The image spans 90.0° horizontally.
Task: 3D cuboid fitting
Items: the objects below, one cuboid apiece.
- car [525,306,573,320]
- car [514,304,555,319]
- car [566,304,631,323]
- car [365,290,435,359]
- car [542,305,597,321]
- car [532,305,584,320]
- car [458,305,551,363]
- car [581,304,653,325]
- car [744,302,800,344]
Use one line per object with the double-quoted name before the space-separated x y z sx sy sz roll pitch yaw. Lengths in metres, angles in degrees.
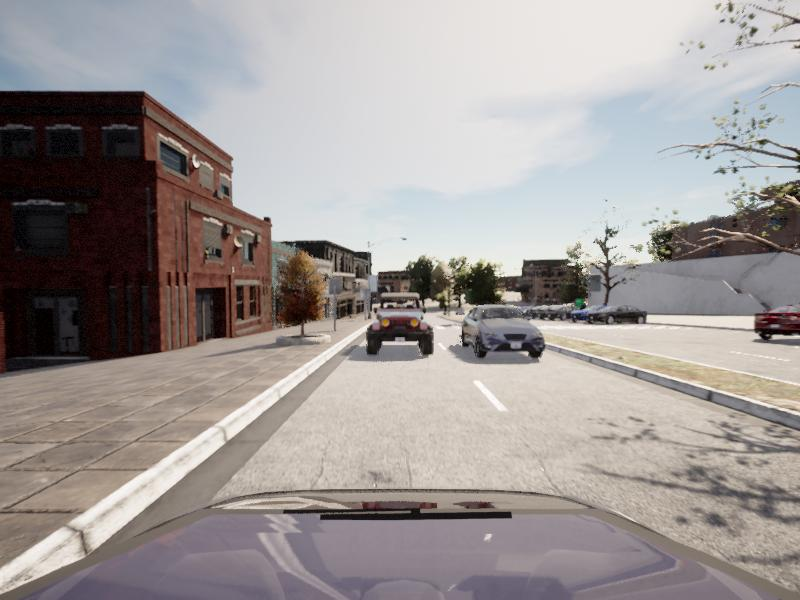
"car" 17.149 1.468 46.111 4.892 1.521 2.231 1 -2 -18
"car" 17.438 1.490 52.018 4.553 1.767 2.185 1 -1 -17
"car" 16.981 1.192 34.287 5.008 1.535 2.097 1 -1 -20
"car" 0.001 0.689 12.936 1.905 1.878 3.866 0 -1 0
"car" 17.010 1.327 40.199 4.892 1.521 2.231 1 -2 -19
"car" 17.067 1.396 43.157 4.892 1.521 2.231 1 -2 -18
"car" 3.000 0.894 12.426 1.816 1.474 4.193 0 0 0
"car" 16.976 1.130 31.325 5.008 1.535 2.097 1 -1 -20
"car" 16.959 0.904 16.455 5.008 1.535 2.097 1 -1 -20
